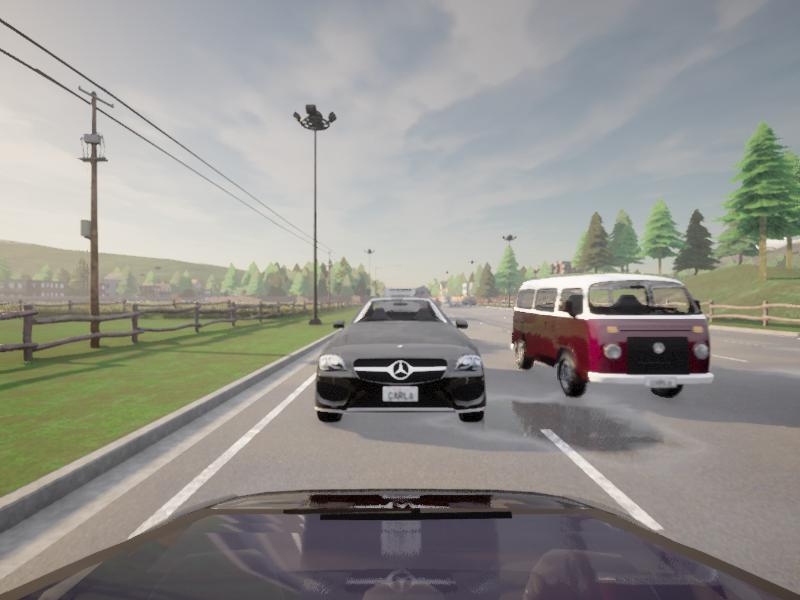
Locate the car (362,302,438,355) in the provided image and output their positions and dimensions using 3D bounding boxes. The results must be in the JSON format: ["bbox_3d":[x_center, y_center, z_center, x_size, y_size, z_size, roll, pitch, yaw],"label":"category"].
[{"bbox_3d":[0.003,0.813,13.687,2.163,1.488,4.792,0,0,0],"label":"car"}]

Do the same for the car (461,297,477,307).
[{"bbox_3d":[14.008,0.377,81.379,2.150,2.045,5.566,0,0,0],"label":"car"}]

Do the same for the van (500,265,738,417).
[{"bbox_3d":[3.501,0.542,7.606,2.069,2.038,4.480,0,0,0],"label":"van"}]

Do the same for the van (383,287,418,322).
[{"bbox_3d":[0.014,0.303,30.511,2.351,2.431,6.366,0,0,-1],"label":"van"}]

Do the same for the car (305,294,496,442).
[{"bbox_3d":[0.005,0.757,7.002,2.152,1.651,5.027,0,0,0],"label":"car"}]

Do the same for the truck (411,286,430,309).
[{"bbox_3d":[3.501,-0.489,70.585,2.891,3.827,8.468,0,0,0],"label":"truck"}]
